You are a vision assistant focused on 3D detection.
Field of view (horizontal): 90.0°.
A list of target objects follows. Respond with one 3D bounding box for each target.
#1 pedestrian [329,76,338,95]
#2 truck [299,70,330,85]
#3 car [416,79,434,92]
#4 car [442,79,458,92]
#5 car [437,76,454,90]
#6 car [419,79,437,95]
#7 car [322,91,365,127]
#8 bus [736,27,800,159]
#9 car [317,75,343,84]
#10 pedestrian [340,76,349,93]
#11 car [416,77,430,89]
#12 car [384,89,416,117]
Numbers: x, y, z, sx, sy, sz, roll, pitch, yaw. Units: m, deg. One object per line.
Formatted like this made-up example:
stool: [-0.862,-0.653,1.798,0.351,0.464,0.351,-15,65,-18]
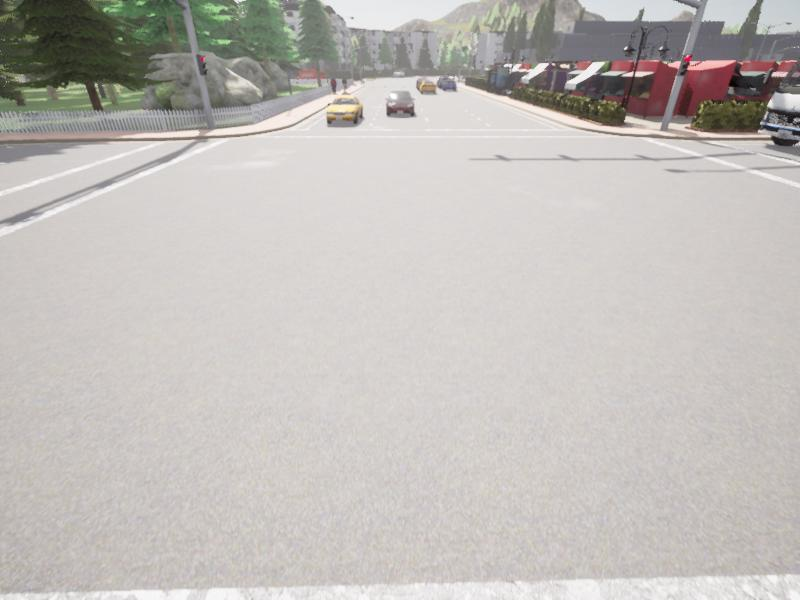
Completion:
pedestrian: [-7.701,-25.007,46.612,0.751,1.860,0.751,1,30,1]
truck: [-16.423,-42.971,77.089,5.204,2.467,2.627,1,30,1]
car: [3.543,-30.749,57.179,2.163,1.488,4.792,0,30,0]
car: [7.032,-30.496,56.758,1.816,1.474,4.193,0,30,0]
car: [7.034,-33.858,62.361,2.033,1.649,4.856,0,30,0]
car: [3.570,-27.383,51.363,1.882,1.535,5.008,0,30,0]
car: [-3.437,-12.136,25.213,1.801,1.575,5.366,1,30,1]
bus: [20.125,-7.807,15.081,10.273,4.253,3.944,0,30,0]
car: [-14.019,-44.261,80.319,4.902,1.511,2.128,1,30,1]
pedestrian: [-6.705,-26.155,48.576,0.751,1.860,0.751,4,31,7]
car: [3.534,-34.222,63.068,1.882,1.535,5.008,0,30,0]
car: [0.019,-14.421,29.227,2.163,1.488,4.792,0,30,0]
